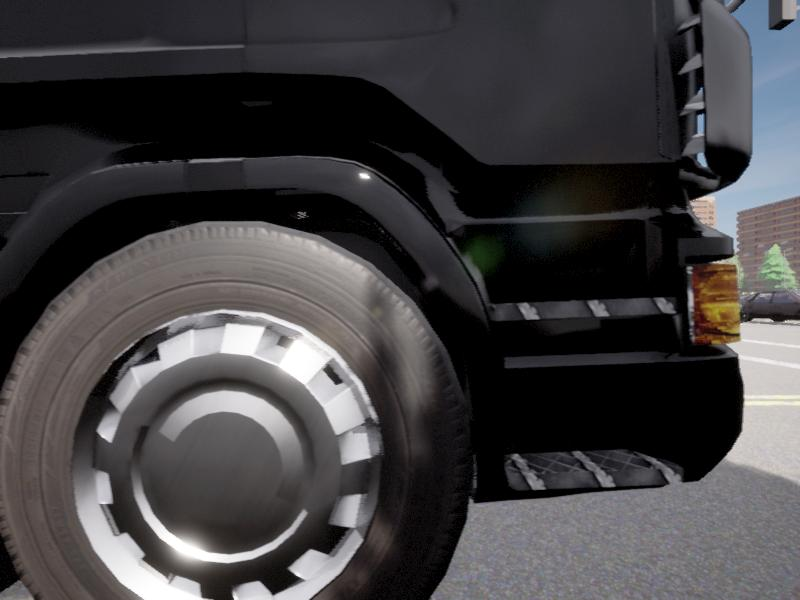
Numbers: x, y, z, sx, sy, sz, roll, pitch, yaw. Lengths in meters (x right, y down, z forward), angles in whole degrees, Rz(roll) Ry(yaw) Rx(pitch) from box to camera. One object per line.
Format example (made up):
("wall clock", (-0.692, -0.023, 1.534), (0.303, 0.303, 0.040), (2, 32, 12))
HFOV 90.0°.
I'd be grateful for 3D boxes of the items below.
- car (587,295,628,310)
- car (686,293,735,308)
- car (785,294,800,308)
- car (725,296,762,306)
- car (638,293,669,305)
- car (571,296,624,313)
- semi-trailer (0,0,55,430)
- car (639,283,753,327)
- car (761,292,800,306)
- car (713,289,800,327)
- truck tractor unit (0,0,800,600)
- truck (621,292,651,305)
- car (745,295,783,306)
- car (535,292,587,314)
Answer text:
("car", (22.664, 0.221, 43.855), (1.882, 1.535, 5.008), (0, 0, 0))
("car", (36.762, 0.063, 47.496), (2.242, 1.667, 4.611), (0, 0, 0))
("car", (42.382, 0.135, 41.054), (1.970, 1.475, 3.806), (0, 0, 0))
("car", (48.165, 0.134, 56.150), (1.970, 1.475, 3.806), (0, 0, 0))
("car", (39.656, -0.107, 62.608), (1.932, 1.855, 4.605), (0, 0, 0))
("car", (15.694, 0.342, 32.087), (1.895, 1.301, 4.718), (0, 0, 0))
("semi-trailer", (-10.193, -1.218, 2.192), (14.254, 4.402, 2.717), (0, 0, 0))
("car", (12.239, 0.187, 16.902), (1.851, 1.617, 3.988), (0, 0, 0))
("car", (53.744, -0.108, 56.194), (1.932, 1.855, 4.605), (0, 0, 0))
("car", (15.930, 0.293, 16.244), (2.033, 1.411, 5.357), (0, 0, -3))
("truck tractor unit", (-2.274, -1.099, 2.198), (6.516, 4.208, 3.053), (0, 0, 0))
("truck", (36.761, -0.201, 62.541), (2.069, 2.038, 4.478), (0, 0, 0))
("car", (51.061, 0.103, 56.146), (1.784, 1.438, 3.905), (0, 0, 0))
("car", (12.198, 0.222, 30.711), (2.038, 1.542, 4.974), (0, 0, 0))
